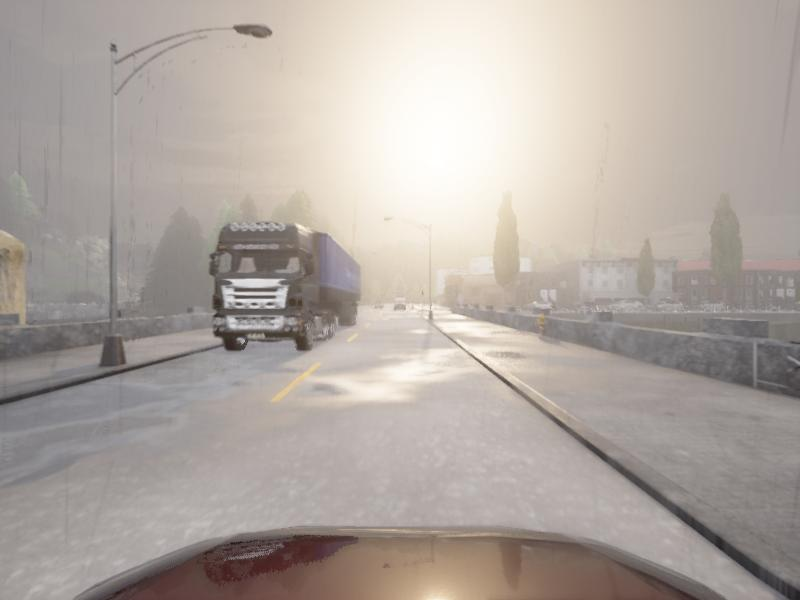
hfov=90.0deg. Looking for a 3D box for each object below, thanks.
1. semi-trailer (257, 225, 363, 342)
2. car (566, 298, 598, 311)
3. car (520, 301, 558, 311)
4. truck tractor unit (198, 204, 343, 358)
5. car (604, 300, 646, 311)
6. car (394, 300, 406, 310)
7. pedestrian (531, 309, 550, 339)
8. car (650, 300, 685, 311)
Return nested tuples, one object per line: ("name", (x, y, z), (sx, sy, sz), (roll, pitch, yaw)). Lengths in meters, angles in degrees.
("semi-trailer", (-4.033, -0.609, 22.149), (2.717, 4.402, 14.254), (0, 0, 0))
("car", (27.359, 0.671, 60.253), (3.866, 1.878, 1.905), (0, 0, 0))
("car", (20.861, 0.851, 60.224), (4.974, 1.542, 2.038), (0, 0, 0))
("truck tractor unit", (-4.001, -0.511, 14.232), (3.053, 4.208, 6.516), (0, 0, 0))
("car", (33.852, 0.806, 60.261), (5.027, 1.651, 2.152), (0, 0, 0))
("car", (0.012, 0.857, 67.824), (2.038, 1.542, 4.974), (0, 0, 0))
("pedestrian", (5.400, 0.920, 15.412), (0.500, 1.100, 0.500), (0, 0, -9))
("car", (40.242, 0.813, 60.275), (3.988, 1.617, 1.851), (0, 0, 0))
